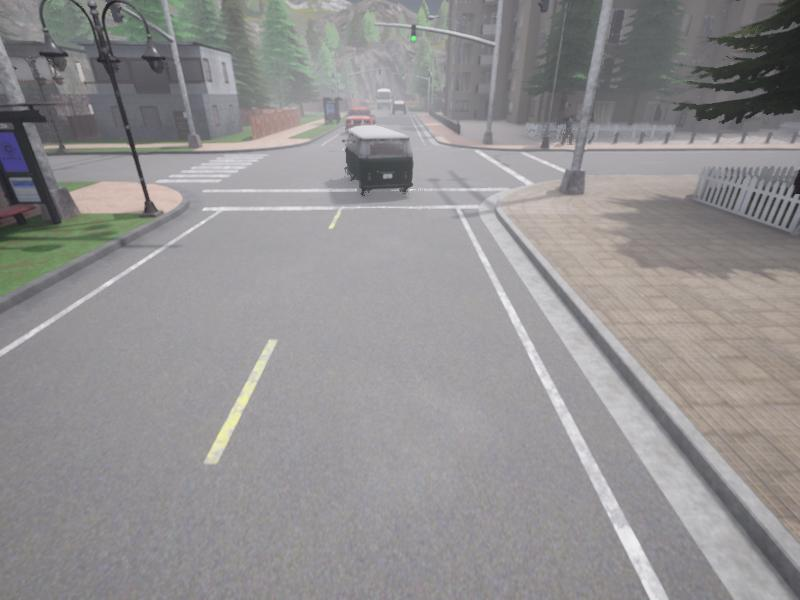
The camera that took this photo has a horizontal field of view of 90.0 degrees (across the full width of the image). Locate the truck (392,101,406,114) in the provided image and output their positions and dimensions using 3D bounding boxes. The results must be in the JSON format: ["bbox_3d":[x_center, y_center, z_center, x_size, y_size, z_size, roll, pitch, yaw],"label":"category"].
[{"bbox_3d":[-0.137,-34.946,72.517,2.390,2.098,6.274,0,27,0],"label":"truck"}]

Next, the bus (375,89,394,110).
[{"bbox_3d":[-3.564,-47.296,94.261,3.944,4.253,10.273,0,27,0],"label":"bus"}]

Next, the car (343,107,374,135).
[{"bbox_3d":[-3.566,-16.057,35.726,2.150,2.045,5.566,0,27,0],"label":"car"}]

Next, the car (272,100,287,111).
[{"bbox_3d":[-25.182,-40.750,83.764,1.932,1.855,4.605,-1,27,-1],"label":"car"}]

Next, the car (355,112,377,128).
[{"bbox_3d":[-3.581,-19.402,42.996,1.994,1.385,4.181,0,27,0],"label":"car"}]

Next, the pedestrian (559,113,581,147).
[{"bbox_3d":[10.562,-10.573,24.875,0.751,1.860,0.751,0,27,-1],"label":"pedestrian"}]

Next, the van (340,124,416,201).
[{"bbox_3d":[-0.948,-5.153,14.517,1.775,1.987,4.442,-7,28,-13],"label":"van"}]

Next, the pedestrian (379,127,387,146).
[{"bbox_3d":[-1.122,-10.907,26.662,0.500,1.100,0.500,-3,27,-6],"label":"pedestrian"}]

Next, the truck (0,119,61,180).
[{"bbox_3d":[-18.361,-6.123,16.246,6.274,2.098,2.390,-4,27,-8],"label":"truck"}]
